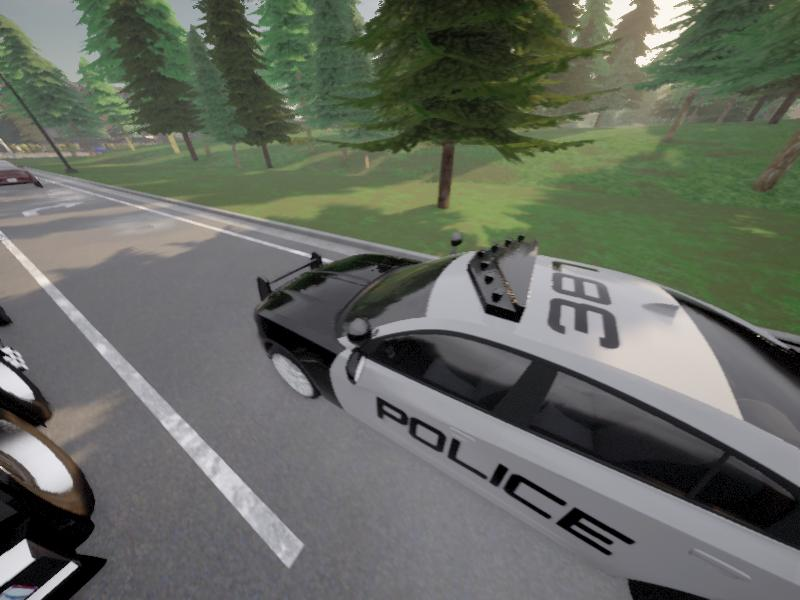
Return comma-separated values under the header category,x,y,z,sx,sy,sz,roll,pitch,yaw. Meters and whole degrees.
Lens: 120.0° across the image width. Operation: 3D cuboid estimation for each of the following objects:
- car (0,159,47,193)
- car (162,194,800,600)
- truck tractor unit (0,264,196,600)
category,x,y,z,sx,sy,sz,roll,pitch,yaw
car,-23.787,-7.511,13.837,4.674,1.442,1.812,18,39,24
car,0.674,0.340,2.087,5.238,1.638,1.930,18,39,24
truck tractor unit,-5.112,-0.296,0.796,6.516,4.208,3.053,18,38,24
